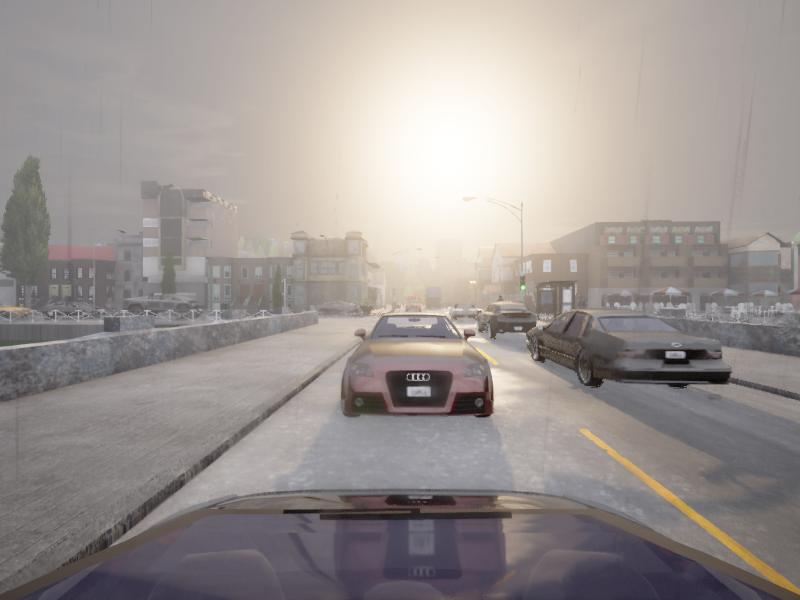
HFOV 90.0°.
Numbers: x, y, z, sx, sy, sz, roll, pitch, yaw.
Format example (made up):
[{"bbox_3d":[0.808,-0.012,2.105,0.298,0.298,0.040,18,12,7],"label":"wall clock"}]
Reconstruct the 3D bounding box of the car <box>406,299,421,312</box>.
[{"bbox_3d":[1.929,0.694,56.940,2.097,1.767,4.553,0,0,2],"label":"car"}]

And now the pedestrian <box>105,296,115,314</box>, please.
[{"bbox_3d":[-31.000,0.533,42.767,0.751,1.860,0.751,0,0,-25],"label":"pedestrian"}]

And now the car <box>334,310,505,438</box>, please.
[{"bbox_3d":[0.239,0.907,6.750,1.994,1.385,4.181,0,0,0],"label":"car"}]

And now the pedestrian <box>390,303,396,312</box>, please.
[{"bbox_3d":[-0.816,0.914,47.248,0.500,1.100,0.500,0,0,19],"label":"pedestrian"}]

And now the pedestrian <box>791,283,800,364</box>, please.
[{"bbox_3d":[9.575,0.533,9.038,0.751,1.860,0.751,0,0,3],"label":"pedestrian"}]

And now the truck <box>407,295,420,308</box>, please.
[{"bbox_3d":[2.626,0.354,77.965,2.627,2.467,5.204,0,0,2],"label":"truck"}]

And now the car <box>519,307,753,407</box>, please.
[{"bbox_3d":[4.328,0.895,8.675,2.033,1.411,5.357,0,0,2],"label":"car"}]

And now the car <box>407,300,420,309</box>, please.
[{"bbox_3d":[2.368,0.826,70.260,2.038,1.542,4.974,0,0,2],"label":"car"}]

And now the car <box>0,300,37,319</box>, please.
[{"bbox_3d":[-35.539,0.801,35.340,5.366,1.575,1.801,0,0,2],"label":"car"}]

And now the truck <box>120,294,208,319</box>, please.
[{"bbox_3d":[-20.415,0.542,34.832,6.274,2.098,2.390,0,0,2],"label":"truck"}]

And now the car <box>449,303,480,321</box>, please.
[{"bbox_3d":[5.117,0.944,32.479,1.895,1.301,4.718,0,0,2],"label":"car"}]

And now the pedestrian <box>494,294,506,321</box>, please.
[{"bbox_3d":[7.233,0.533,28.901,0.751,1.860,0.751,0,0,19],"label":"pedestrian"}]

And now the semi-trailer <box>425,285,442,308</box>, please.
[{"bbox_3d":[6.801,-0.620,83.411,2.717,4.402,14.254,0,0,2],"label":"semi-trailer"}]

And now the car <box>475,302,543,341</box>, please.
[{"bbox_3d":[4.629,0.844,17.792,1.837,1.490,4.892,0,0,2],"label":"car"}]

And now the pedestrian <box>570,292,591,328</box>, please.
[{"bbox_3d":[9.650,0.533,21.419,0.751,1.860,0.751,0,0,-8],"label":"pedestrian"}]

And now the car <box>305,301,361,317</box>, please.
[{"bbox_3d":[-6.377,0.836,38.305,4.902,1.511,2.128,0,0,6],"label":"car"}]

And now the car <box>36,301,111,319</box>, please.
[{"bbox_3d":[-28.550,0.836,35.105,4.902,1.511,2.128,0,0,2],"label":"car"}]
